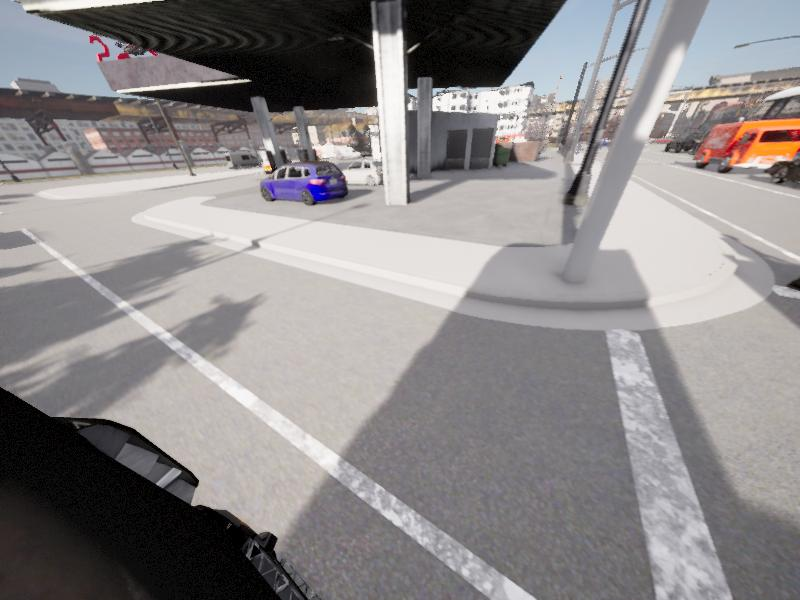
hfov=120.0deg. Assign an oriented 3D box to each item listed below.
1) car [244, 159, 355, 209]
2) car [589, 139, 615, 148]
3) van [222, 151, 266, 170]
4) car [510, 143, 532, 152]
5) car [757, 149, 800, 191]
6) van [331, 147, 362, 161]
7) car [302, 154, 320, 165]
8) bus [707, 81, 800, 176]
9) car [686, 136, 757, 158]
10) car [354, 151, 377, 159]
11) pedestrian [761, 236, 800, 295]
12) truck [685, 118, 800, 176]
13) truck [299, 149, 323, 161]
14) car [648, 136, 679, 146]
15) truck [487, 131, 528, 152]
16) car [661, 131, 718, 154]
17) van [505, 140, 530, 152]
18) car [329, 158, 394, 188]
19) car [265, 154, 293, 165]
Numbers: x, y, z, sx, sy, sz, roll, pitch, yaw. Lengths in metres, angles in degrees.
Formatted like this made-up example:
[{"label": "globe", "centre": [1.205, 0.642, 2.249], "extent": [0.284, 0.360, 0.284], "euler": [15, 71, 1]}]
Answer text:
[{"label": "car", "centre": [-4.822, -5.726, 11.196], "extent": [4.611, 1.667, 2.242], "euler": [16, 38, 26]}, {"label": "car", "centre": [43.670, -33.891, 50.058], "extent": [3.806, 1.475, 1.970], "euler": [17, 38, 27]}, {"label": "van", "centre": [-28.324, -25.554, 42.238], "extent": [1.988, 2.561, 5.915], "euler": [16, 38, 27]}, {"label": "car", "centre": [25.757, -32.449, 49.194], "extent": [3.633, 1.501, 1.845], "euler": [16, 38, 26]}, {"label": "car", "centre": [17.016, -4.916, 8.796], "extent": [1.895, 1.301, 4.718], "euler": [15, 38, 25]}, {"label": "van", "centre": [-12.501, -34.423, 54.386], "extent": [6.366, 2.431, 2.351], "euler": [-16, 36, -19]}, {"label": "car", "centre": [-17.387, -27.554, 45.180], "extent": [1.930, 1.638, 5.238], "euler": [-6, 34, -4]}, {"label": "bus", "centre": [24.627, -10.253, 13.532], "extent": [3.944, 4.253, 10.273], "euler": [15, 38, 25]}, {"label": "car", "centre": [30.286, -14.596, 22.051], "extent": [2.038, 1.542, 4.974], "euler": [14, 37, 24]}, {"label": "car", "centre": [-8.759, -36.945, 58.791], "extent": [5.357, 1.411, 2.033], "euler": [-10, 34, -11]}, {"label": "pedestrian", "centre": [6.465, -0.918, 3.084], "extent": [0.751, 1.860, 0.751], "euler": [4, 34, 10]}, {"label": "truck", "centre": [20.544, -9.073, 13.693], "extent": [2.627, 2.467, 5.204], "euler": [15, 38, 25]}, {"label": "truck", "centre": [-24.058, -39.481, 62.852], "extent": [5.204, 2.467, 2.627], "euler": [-21, 38, -25]}, {"label": "car", "centre": [54.381, -32.957, 47.772], "extent": [1.970, 1.475, 3.806], "euler": [-30, 42, -34]}, {"label": "truck", "centre": [26.941, -39.796, 58.044], "extent": [8.468, 3.827, 2.891], "euler": [16, 38, 26]}, {"label": "car", "centre": [34.171, -18.782, 27.556], "extent": [2.150, 2.045, 5.566], "euler": [14, 37, 24]}, {"label": "van", "centre": [26.381, -34.735, 52.094], "extent": [4.480, 2.038, 2.069], "euler": [17, 39, 25]}, {"label": "car", "centre": [-2.597, -8.643, 15.686], "extent": [3.806, 1.475, 1.970], "euler": [16, 38, 26]}, {"label": "car", "centre": [-26.145, -30.367, 49.956], "extent": [2.097, 1.767, 4.553], "euler": [22, 41, 33]}]
